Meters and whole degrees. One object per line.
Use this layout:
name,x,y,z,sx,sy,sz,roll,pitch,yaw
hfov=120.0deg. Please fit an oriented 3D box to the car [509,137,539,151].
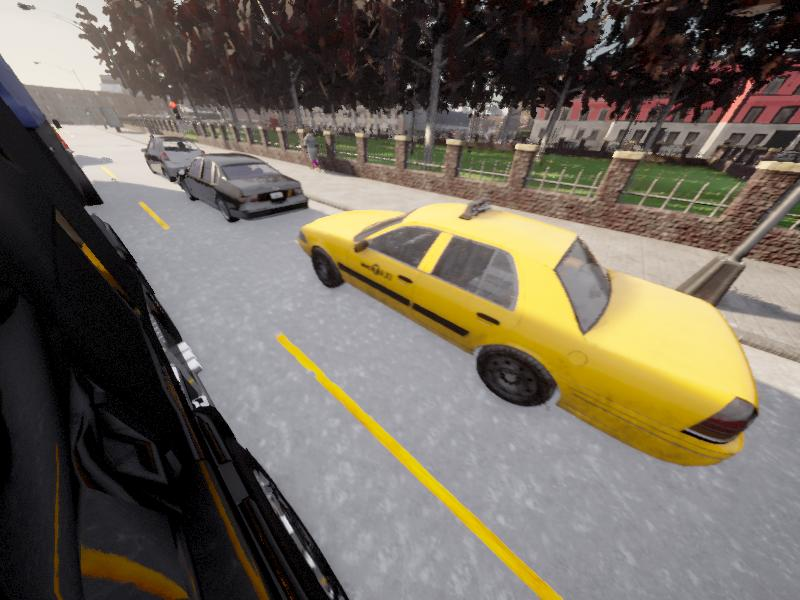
car,20.233,-25.548,37.798,3.705,1.549,1.789,28,44,30

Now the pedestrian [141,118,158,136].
pedestrian,-33.359,-23.079,30.784,0.751,1.860,0.751,28,44,30

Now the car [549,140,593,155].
car,25.383,-22.784,34.455,4.892,1.490,1.837,27,43,29

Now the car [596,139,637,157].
car,31.970,-22.553,34.210,3.866,1.878,1.905,28,44,30

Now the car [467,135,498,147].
car,14.730,-28.462,41.394,4.514,1.525,2.007,28,44,30

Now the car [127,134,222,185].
car,-10.004,-6.362,10.284,3.633,1.501,1.845,27,43,29

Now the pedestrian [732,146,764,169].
pedestrian,34.330,-14.071,22.801,0.751,1.860,0.751,-15,40,-22

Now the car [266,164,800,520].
car,0.606,-0.553,3.098,5.366,1.575,1.801,29,44,30

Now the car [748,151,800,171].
car,42.156,-15.331,25.452,1.845,1.501,3.633,-3,37,-8

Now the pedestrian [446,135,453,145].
pedestrian,8.651,-27.949,40.313,0.751,1.300,0.751,28,44,30

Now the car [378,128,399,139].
car,-2.594,-37.811,52.583,4.605,1.855,1.932,27,43,30

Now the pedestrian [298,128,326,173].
pedestrian,-4.524,-7.732,11.960,0.751,1.860,0.751,28,43,29

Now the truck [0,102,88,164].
truck,-21.119,-9.343,12.813,5.204,2.467,2.627,20,40,22

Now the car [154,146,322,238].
car,-4.944,-3.528,6.905,5.357,1.411,2.033,28,43,29

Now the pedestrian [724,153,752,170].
pedestrian,31.635,-12.983,21.649,0.751,1.300,0.751,27,43,29

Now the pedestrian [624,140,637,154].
pedestrian,36.540,-24.304,36.644,0.751,1.860,0.751,30,45,32

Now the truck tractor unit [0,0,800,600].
truck tractor unit,-2.645,-0.295,0.352,6.516,4.208,3.053,28,44,30

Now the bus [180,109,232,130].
bus,-56.044,-52.366,67.233,3.944,4.253,10.273,28,44,30

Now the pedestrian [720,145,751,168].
pedestrian,33.808,-14.466,23.298,0.751,1.860,0.751,-9,38,-16

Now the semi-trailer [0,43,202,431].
semi-trailer,-8.700,-3.596,4.238,14.254,4.402,2.717,28,44,30
